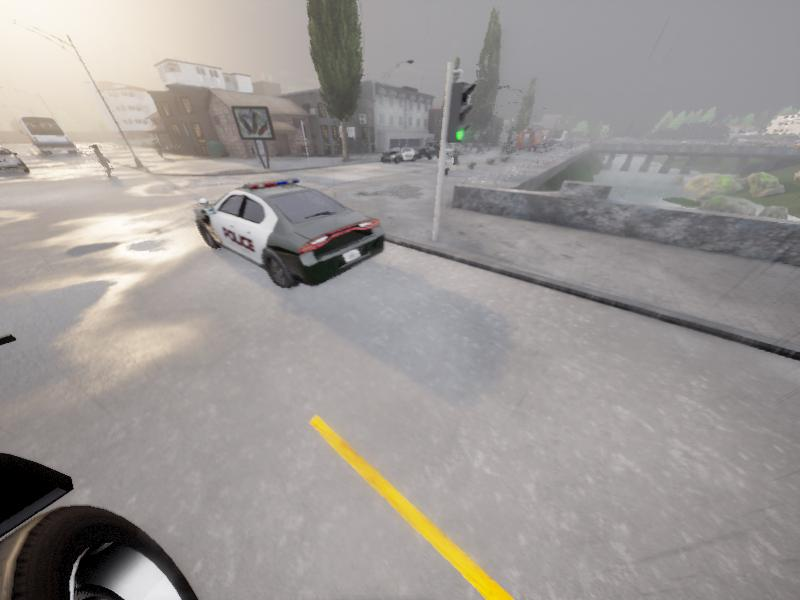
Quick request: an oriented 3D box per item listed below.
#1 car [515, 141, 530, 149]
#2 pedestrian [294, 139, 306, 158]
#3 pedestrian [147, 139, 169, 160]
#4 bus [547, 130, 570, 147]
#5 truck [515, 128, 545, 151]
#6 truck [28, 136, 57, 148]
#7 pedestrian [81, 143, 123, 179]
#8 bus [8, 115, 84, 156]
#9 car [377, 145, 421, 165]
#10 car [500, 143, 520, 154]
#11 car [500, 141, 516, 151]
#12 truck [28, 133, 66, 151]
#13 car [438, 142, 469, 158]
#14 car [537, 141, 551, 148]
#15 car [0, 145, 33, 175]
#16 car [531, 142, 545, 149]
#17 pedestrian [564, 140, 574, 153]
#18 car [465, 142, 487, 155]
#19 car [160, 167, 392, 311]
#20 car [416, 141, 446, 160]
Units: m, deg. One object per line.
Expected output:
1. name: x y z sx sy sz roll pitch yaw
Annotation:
1. car: 31.429 -39.946 59.388 1.930 1.638 5.238 23 41 29
2. pedestrian: -12.015 -18.210 27.793 0.751 1.860 0.751 -7 36 -10
3. pedestrian: -25.790 -16.088 24.660 0.751 1.860 0.751 21 40 26
4. bus: 52.911 -53.876 77.048 3.944 4.253 10.273 23 41 29
5. truck: 27.851 -34.192 49.299 2.891 3.827 8.468 23 41 29
6. truck: -75.679 -33.489 48.919 6.274 2.098 2.390 23 41 29
7. pedestrian: -18.381 -8.602 14.289 0.751 1.860 0.751 25 42 30
8. bus: -50.722 -23.511 33.117 10.273 4.253 3.944 23 41 29
9. car: 0.002 -15.549 24.625 2.038 1.542 4.974 24 41 29
10. car: 19.257 -26.590 40.492 1.816 1.474 4.193 23 41 29
11. car: 23.956 -34.122 51.163 1.851 1.617 3.988 23 41 29
12. truck: -61.529 -27.532 40.273 5.204 2.467 2.627 23 41 29
13. car: 7.712 -21.582 33.165 2.152 1.651 5.027 23 41 29
14. car: 38.537 -41.552 61.768 2.038 1.542 4.974 23 41 29
15. car: -28.765 -10.127 16.627 3.988 1.617 1.851 23 41 29
16. car: 33.763 -37.818 56.526 1.816 1.474 4.193 23 41 29
17. pedestrian: 29.599 -26.850 40.393 0.751 1.860 0.751 23 41 29
18. car: 12.731 -25.470 38.734 1.851 1.617 3.988 23 41 29
19. car: -2.780 -1.787 5.088 4.974 1.542 2.038 23 41 29
20. car: 3.851 -18.699 28.811 1.905 1.878 3.866 23 41 29
